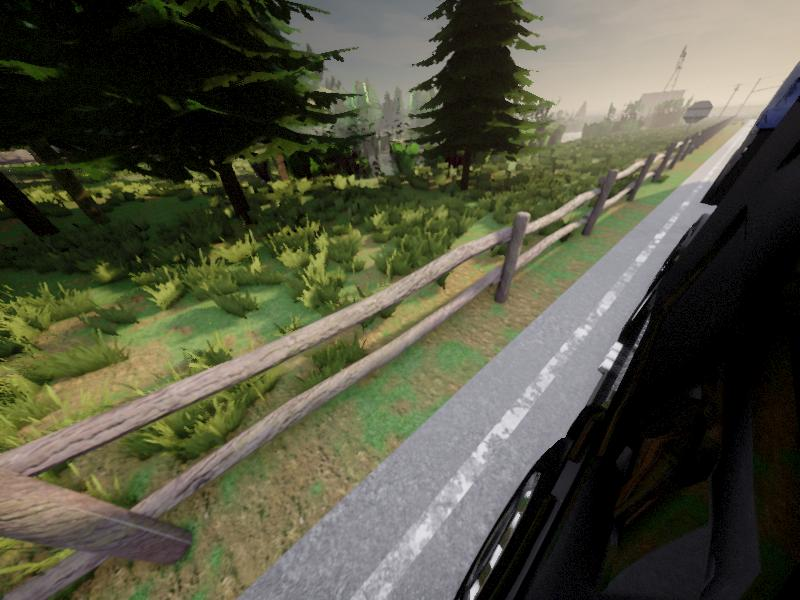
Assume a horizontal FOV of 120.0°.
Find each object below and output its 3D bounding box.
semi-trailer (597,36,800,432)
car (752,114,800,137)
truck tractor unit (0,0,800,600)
[{"bbox_3d":[8.730,-3.594,4.181,14.254,4.402,2.717,-28,44,-29],"label":"semi-trailer"},{"bbox_3d":[36.089,-16.747,22.201,3.988,1.617,1.851,-28,44,-30],"label":"car"},{"bbox_3d":[2.645,-0.295,0.351,6.516,4.208,3.053,-28,44,-30],"label":"truck tractor unit"}]
